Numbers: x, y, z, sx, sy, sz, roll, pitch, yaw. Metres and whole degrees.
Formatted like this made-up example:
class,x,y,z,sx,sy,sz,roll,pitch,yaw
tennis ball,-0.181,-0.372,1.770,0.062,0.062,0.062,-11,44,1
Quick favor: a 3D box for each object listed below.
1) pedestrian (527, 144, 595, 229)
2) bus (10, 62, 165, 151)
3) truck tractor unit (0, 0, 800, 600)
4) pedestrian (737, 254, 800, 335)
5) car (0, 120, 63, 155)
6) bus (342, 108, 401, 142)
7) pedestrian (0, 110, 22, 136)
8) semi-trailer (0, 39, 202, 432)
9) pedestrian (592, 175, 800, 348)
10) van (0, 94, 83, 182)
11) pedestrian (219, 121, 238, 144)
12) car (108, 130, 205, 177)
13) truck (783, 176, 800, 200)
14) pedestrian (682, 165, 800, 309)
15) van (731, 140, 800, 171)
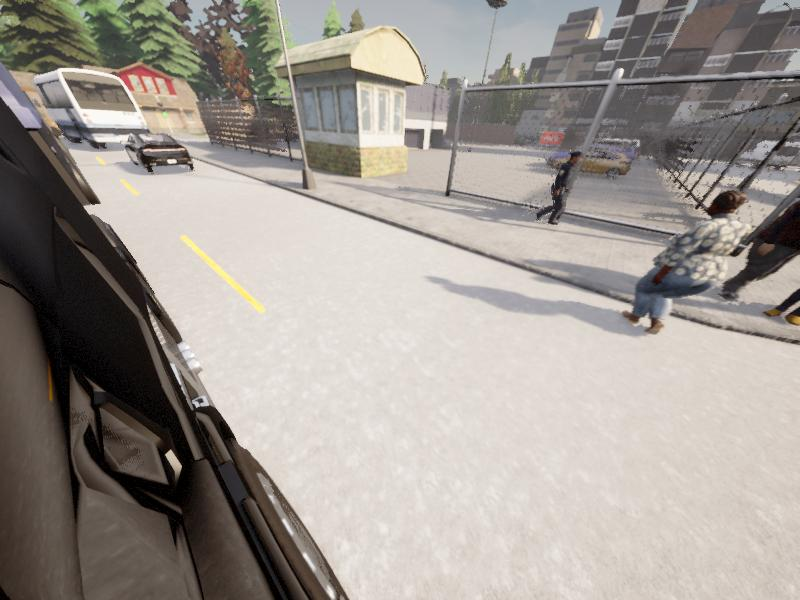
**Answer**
class,x,y,z,sx,sy,sz,roll,pitch,yaw
pedestrian,4.222,-2.996,6.159,0.751,1.860,0.751,26,42,27
bus,-23.912,-14.410,17.770,10.273,4.253,3.944,22,40,25
truck tractor unit,-2.645,-0.295,0.351,6.516,4.208,3.053,28,44,30
pedestrian,5.740,-0.479,2.900,0.751,1.860,0.751,-18,41,-25
car,-23.605,-10.235,14.485,3.705,1.549,1.789,22,41,24
bus,-4.728,-30.816,40.907,3.944,4.253,10.273,28,44,30
pedestrian,-36.331,-16.305,21.281,0.751,1.860,0.751,28,43,29
semi-trailer,-8.730,-3.588,4.188,14.254,4.402,2.717,28,44,29
pedestrian,3.414,-0.388,2.800,0.751,1.860,0.751,7,37,6
van,-16.222,-7.033,9.872,5.915,2.561,1.988,28,43,30
pedestrian,-17.057,-16.665,22.995,0.751,1.860,0.751,29,44,30
car,-12.169,-7.447,11.537,4.902,1.511,2.128,28,44,30
truck,20.718,-5.030,9.952,2.390,2.098,6.274,28,44,30
pedestrian,5.546,-0.833,3.360,0.751,1.860,0.751,0,37,-4
van,42.331,-16.791,26.672,1.988,2.561,5.915,21,41,22
